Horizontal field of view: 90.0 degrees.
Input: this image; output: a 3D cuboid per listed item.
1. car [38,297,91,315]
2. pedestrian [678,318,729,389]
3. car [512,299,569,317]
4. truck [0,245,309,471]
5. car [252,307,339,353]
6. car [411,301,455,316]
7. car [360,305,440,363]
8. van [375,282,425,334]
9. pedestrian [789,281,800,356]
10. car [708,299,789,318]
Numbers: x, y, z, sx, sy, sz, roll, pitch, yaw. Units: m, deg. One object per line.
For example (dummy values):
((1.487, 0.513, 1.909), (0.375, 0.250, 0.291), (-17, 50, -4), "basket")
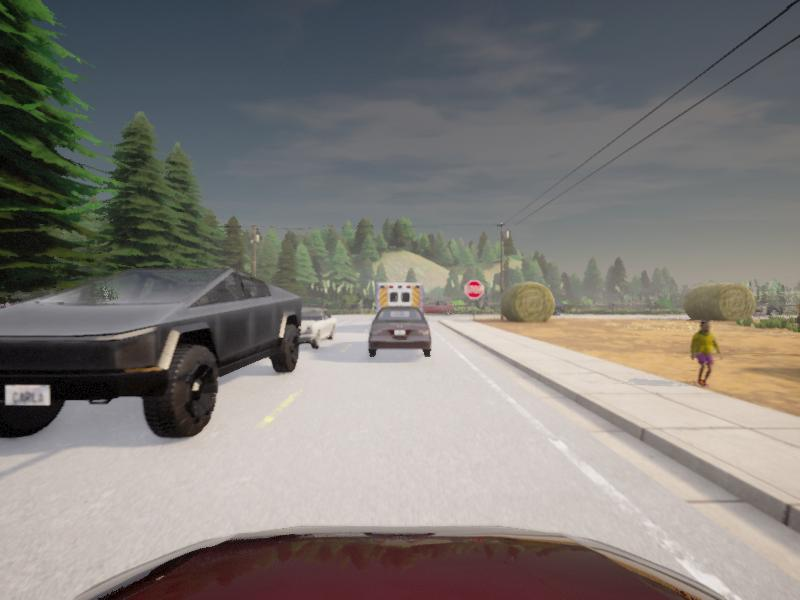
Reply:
((-34.426, 0.608, 41.089), (3.866, 1.878, 1.905), (0, 0, 1), "car")
((5.017, 0.860, 6.638), (0.500, 1.100, 0.500), (0, 0, 9), "pedestrian")
((13.631, 0.729, 39.119), (4.856, 1.649, 2.033), (-1, 0, 3), "car")
((-3.484, 0.540, 6.861), (2.390, 2.098, 6.274), (0, 0, 0), "truck")
((-3.524, 0.940, 14.465), (1.895, 1.301, 4.718), (0, 0, 0), "car")
((3.231, 0.810, 39.616), (4.193, 1.474, 1.816), (0, 0, 3), "car")
((-0.004, 0.891, 12.848), (2.033, 1.411, 5.357), (0, 0, 0), "car")
((-0.009, 0.372, 22.095), (2.351, 2.431, 6.366), (0, 0, 0), "van")
((10.448, 0.464, 10.053), (0.751, 1.860, 0.751), (0, 0, 25), "pedestrian")
((30.235, 0.726, 34.819), (5.238, 1.638, 1.930), (0, 0, 3), "car")
